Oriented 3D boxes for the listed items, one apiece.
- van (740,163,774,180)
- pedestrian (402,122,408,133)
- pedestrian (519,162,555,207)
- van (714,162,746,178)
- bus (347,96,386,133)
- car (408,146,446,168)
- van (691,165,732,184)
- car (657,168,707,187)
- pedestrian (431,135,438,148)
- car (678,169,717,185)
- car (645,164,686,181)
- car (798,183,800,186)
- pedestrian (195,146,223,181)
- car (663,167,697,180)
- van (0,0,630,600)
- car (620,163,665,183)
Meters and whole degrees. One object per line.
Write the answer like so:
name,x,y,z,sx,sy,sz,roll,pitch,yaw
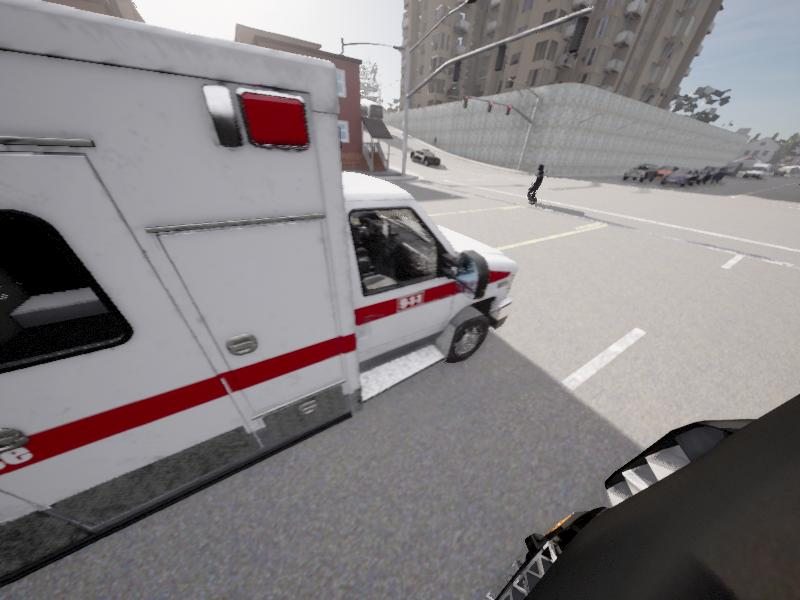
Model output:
van,67.800,-24.397,43.840,5.915,2.561,1.988,-16,38,-26
pedestrian,1.075,-36.146,48.486,0.751,1.860,0.751,-18,38,-28
pedestrian,6.667,-5.616,11.289,0.751,1.860,0.751,-26,43,-36
van,66.610,-26.285,46.614,5.915,2.561,1.988,-16,38,-26
bus,-7.068,-37.622,46.740,3.944,4.253,10.273,-16,49,-26
car,3.323,-18.336,29.600,1.930,1.638,5.238,-16,43,-26
van,40.987,-16.518,30.378,4.442,1.987,1.775,-16,38,-26
car,31.070,-13.547,25.443,4.856,1.649,2.033,-16,38,-26
pedestrian,6.355,-28.955,42.148,0.751,1.860,0.751,-16,38,-27
car,36.076,-14.934,28.016,3.633,1.501,1.845,-16,38,-26
car,35.816,-17.195,31.186,4.553,1.767,2.097,-16,38,-26
car,61.740,-17.688,34.359,4.718,1.301,1.895,-16,38,-26
pedestrian,-12.215,-8.766,14.867,0.751,1.860,0.751,-13,37,-23
car,41.251,-18.609,34.038,4.193,1.474,1.816,-16,38,-26
van,-1.711,-0.091,1.795,6.366,2.431,2.351,-16,38,-26
car,29.155,-15.334,27.777,4.605,1.855,1.932,-16,38,-26
